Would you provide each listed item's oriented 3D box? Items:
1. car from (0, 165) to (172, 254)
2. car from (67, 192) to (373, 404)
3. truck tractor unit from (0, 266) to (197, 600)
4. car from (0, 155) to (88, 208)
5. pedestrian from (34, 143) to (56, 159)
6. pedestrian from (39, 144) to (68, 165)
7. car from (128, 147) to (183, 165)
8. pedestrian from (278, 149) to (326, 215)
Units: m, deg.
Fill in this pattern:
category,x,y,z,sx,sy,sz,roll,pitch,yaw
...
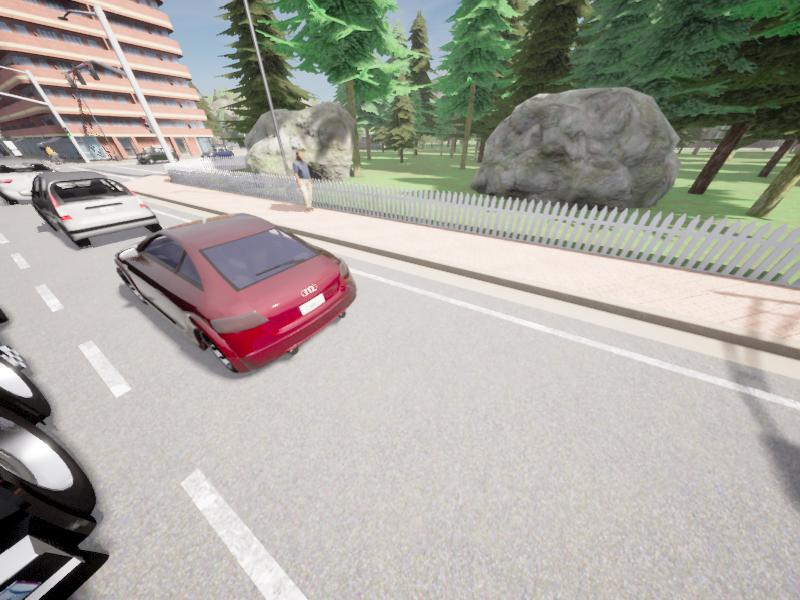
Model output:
category,x,y,z,sx,sy,sz,roll,pitch,yaw
car,-9.088,-2.816,6.702,3.988,1.617,1.851,19,39,25
car,-2.747,-0.586,3.660,4.181,1.385,1.994,20,40,26
truck tractor unit,-5.114,-0.297,0.773,6.516,4.208,3.053,18,39,24
car,-17.710,-5.867,11.092,4.611,1.667,2.242,22,41,28
pedestrian,-49.748,-20.877,32.401,0.751,1.860,0.751,18,39,24
pedestrian,-35.797,-15.027,23.869,0.751,1.860,0.751,18,39,24
car,-27.782,-16.498,26.429,1.789,1.549,3.705,11,36,15
pedestrian,-3.206,-3.920,7.711,0.751,1.860,0.751,18,39,25
